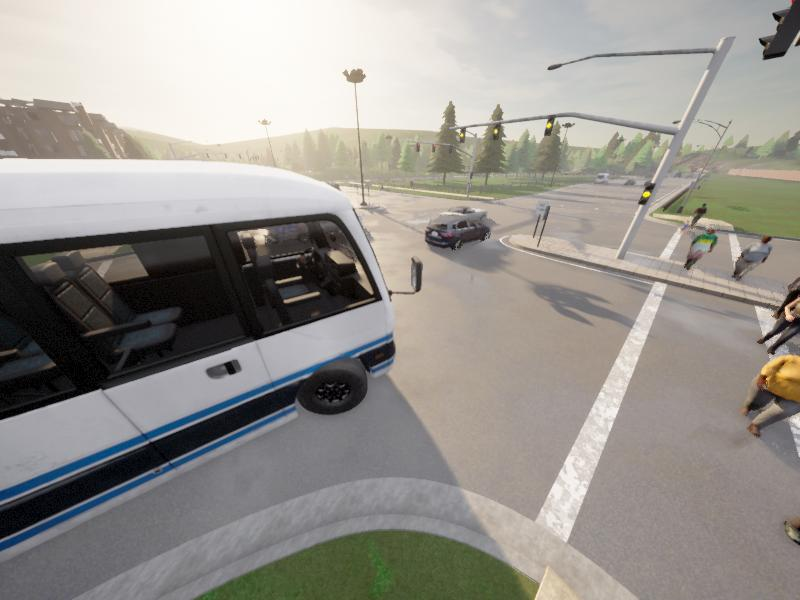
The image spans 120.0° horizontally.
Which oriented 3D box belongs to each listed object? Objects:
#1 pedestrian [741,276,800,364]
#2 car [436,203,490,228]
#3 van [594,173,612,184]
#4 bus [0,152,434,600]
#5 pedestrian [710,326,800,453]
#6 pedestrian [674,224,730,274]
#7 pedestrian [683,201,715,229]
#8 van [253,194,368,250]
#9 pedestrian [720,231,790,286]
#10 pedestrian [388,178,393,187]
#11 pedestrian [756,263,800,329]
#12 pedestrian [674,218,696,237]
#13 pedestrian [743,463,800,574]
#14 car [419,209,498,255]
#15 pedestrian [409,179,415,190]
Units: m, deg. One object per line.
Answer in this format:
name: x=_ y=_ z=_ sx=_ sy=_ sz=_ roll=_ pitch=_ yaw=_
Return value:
pedestrian: x=9.594 y=0.491 z=5.606 sx=0.751 sy=1.860 sz=0.751 roll=-19 pitch=35 yaw=-30
car: x=5.433 y=-7.276 z=19.672 sx=4.718 sy=1.301 sz=1.895 roll=-23 pitch=37 yaw=-34
van: x=57.475 y=-34.409 z=65.381 sx=5.915 sy=2.561 sz=1.988 roll=-23 pitch=37 yaw=-34
bus: x=-4.934 y=0.650 z=2.990 sx=10.273 sy=4.253 sz=3.944 roll=-18 pitch=34 yaw=-28
pedestrian: x=6.452 y=1.499 z=3.860 sx=0.751 sy=1.860 sz=0.751 roll=-19 pitch=35 yaw=-29
pedestrian: x=12.943 y=-2.207 z=9.975 sx=0.751 sy=1.860 sz=0.751 roll=-24 pitch=38 yaw=-35
pedestrian: x=22.778 y=-6.466 z=17.657 sx=0.751 sy=1.860 sz=0.751 roll=23 pitch=37 yaw=34
van: x=-5.545 y=-5.415 z=15.318 sx=6.366 sy=2.431 sz=2.351 roll=-23 pitch=37 yaw=-34
pedestrian: x=13.614 y=-1.611 z=8.943 sx=0.751 sy=1.860 sz=0.751 roll=-22 pitch=37 yaw=-33
pedestrian: x=-2.211 y=-26.523 z=52.092 sx=0.751 sy=1.860 sz=0.751 roll=-20 pitch=36 yaw=-31
pedestrian: x=11.869 y=-0.206 z=6.814 sx=0.751 sy=1.860 sz=0.751 roll=-20 pitch=35 yaw=-30
pedestrian: x=19.451 y=-4.940 z=15.792 sx=0.500 sy=1.100 sz=0.500 roll=24 pitch=38 yaw=35
pedestrian: x=5.053 y=2.320 z=2.439 sx=0.751 sy=1.860 sz=0.751 roll=21 pitch=36 yaw=32
car: x=3.636 y=-4.388 z=14.296 sx=4.611 sy=1.667 sz=2.242 roll=-23 pitch=37 yaw=-34
pedestrian: x=2.379 y=-23.220 z=46.371 sx=0.751 sy=1.860 sz=0.751 roll=-20 pitch=35 yaw=-31
